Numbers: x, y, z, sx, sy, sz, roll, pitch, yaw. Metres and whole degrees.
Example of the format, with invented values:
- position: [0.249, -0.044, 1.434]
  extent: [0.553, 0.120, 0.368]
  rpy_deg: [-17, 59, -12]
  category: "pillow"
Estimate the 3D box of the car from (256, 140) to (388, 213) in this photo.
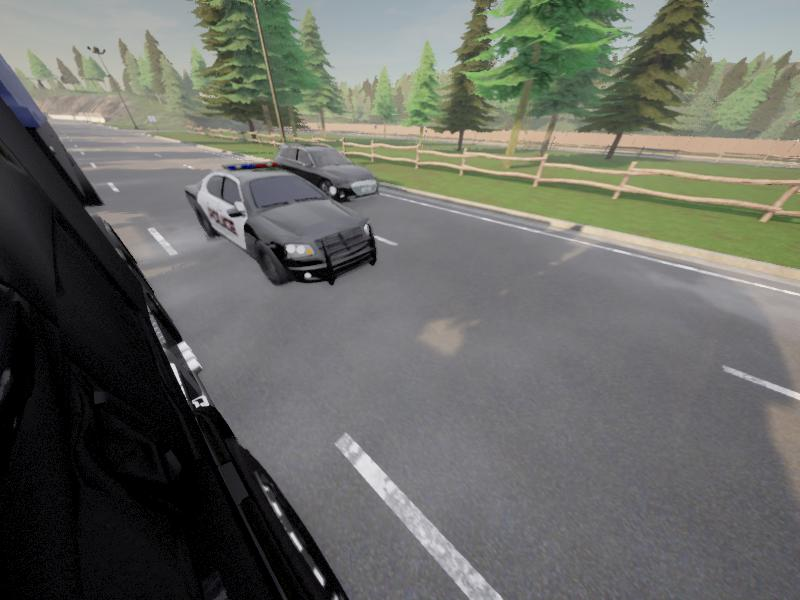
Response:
- position: [-2.947, -4.827, 8.634]
  extent: [4.856, 1.649, 2.033]
  rpy_deg: [28, 43, 30]
  category: "car"

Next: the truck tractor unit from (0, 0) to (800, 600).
- position: [-2.645, -0.295, 0.351]
  extent: [6.516, 4.208, 3.053]
  rpy_deg: [28, 44, 30]
  category: "truck tractor unit"

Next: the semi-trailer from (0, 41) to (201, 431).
- position: [-8.705, -3.579, 4.251]
  extent: [14.254, 4.402, 2.717]
  rpy_deg: [28, 43, 30]
  category: "semi-trailer"

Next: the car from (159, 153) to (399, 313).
- position: [-2.601, -1.883, 4.768]
  extent: [4.974, 1.542, 2.038]
  rpy_deg: [28, 43, 30]
  category: "car"

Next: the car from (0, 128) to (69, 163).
- position: [-21.564, -9.120, 13.514]
  extent: [4.181, 1.385, 1.994]
  rpy_deg: [28, 43, 30]
  category: "car"
